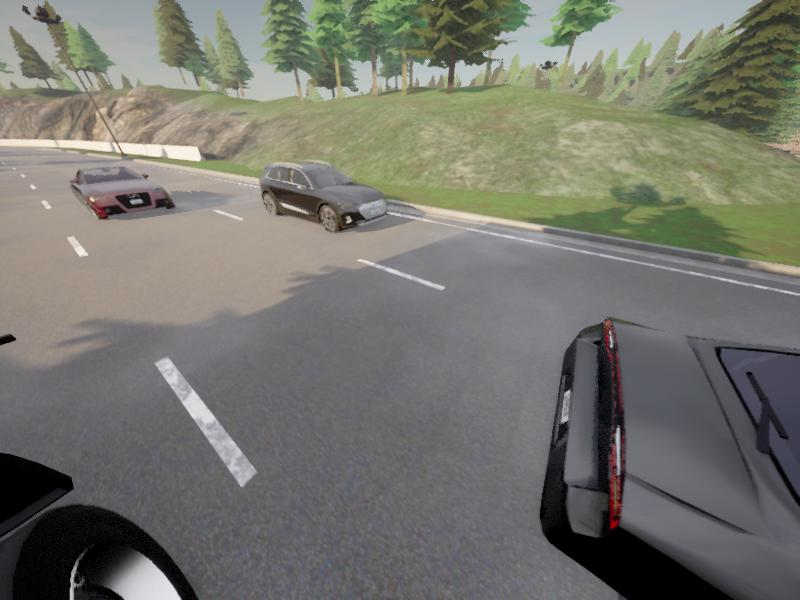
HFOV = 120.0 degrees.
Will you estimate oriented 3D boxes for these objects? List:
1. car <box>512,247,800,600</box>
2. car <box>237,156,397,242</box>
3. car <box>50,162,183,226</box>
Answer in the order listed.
[{"bbox_3d":[3.349,1.449,0.572,4.974,1.542,2.038,21,40,28],"label":"car"},{"bbox_3d":[-2.664,-3.510,7.458,4.856,1.649,2.033,22,41,28],"label":"car"},{"bbox_3d":[-10.161,-3.993,8.307,4.181,1.385,1.994,22,41,28],"label":"car"}]
